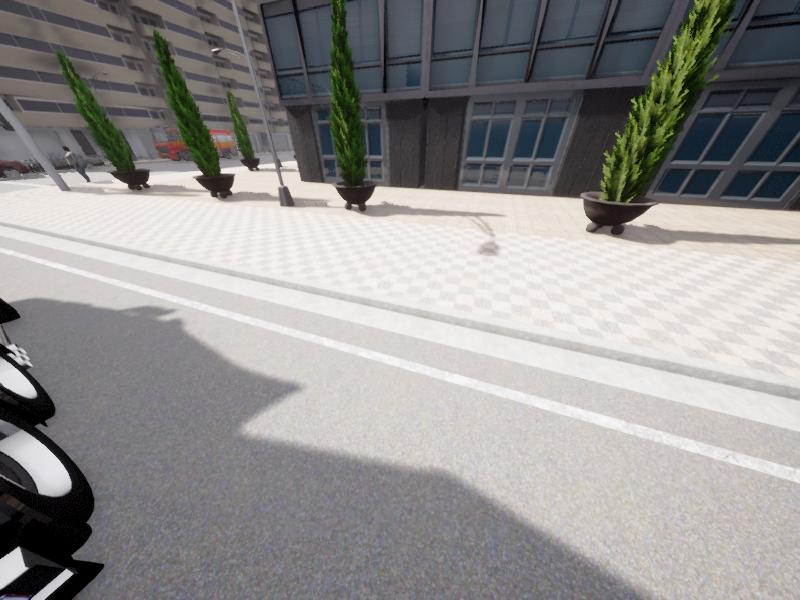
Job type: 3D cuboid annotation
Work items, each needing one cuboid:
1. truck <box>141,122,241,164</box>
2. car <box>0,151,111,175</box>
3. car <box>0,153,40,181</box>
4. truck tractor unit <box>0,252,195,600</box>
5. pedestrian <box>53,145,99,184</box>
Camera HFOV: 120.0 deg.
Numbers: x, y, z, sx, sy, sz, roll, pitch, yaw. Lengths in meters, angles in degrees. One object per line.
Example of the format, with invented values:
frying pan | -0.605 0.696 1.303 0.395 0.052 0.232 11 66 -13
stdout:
truck | -25.796 -19.967 29.417 2.891 3.827 8.468 12 37 17
car | -30.092 -12.145 20.343 2.033 1.411 5.357 11 37 16
car | -28.572 -8.601 15.130 1.882 1.535 5.008 11 37 16
truck tractor unit | -5.090 -0.321 0.810 6.516 4.208 3.053 19 39 25
pedestrian | -18.642 -7.816 13.326 0.751 1.860 0.751 25 42 31
